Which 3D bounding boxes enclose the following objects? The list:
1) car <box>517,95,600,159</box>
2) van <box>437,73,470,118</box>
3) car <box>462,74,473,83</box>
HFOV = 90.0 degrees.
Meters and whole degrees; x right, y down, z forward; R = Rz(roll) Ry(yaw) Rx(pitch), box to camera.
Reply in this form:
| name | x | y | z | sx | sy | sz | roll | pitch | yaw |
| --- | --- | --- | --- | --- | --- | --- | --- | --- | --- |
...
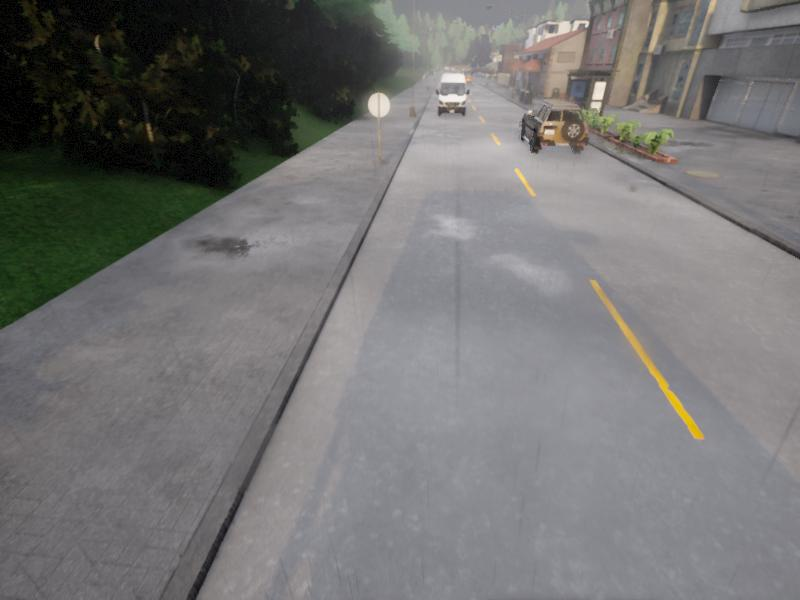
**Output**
| name | x | y | z | sx | sy | sz | roll | pitch | yaw |
| --- | --- | --- | --- | --- | --- | --- | --- | --- | --- |
| car | 6.393 | -7.398 | 16.809 | 1.932 | 1.855 | 4.605 | 3 | 31 | 5 |
| van | 3.774 | -14.898 | 28.952 | 1.988 | 2.561 | 5.915 | 3 | 30 | 5 |
| car | 13.952 | -46.159 | 83.404 | 1.882 | 1.535 | 5.008 | 3 | 30 | 5 |
